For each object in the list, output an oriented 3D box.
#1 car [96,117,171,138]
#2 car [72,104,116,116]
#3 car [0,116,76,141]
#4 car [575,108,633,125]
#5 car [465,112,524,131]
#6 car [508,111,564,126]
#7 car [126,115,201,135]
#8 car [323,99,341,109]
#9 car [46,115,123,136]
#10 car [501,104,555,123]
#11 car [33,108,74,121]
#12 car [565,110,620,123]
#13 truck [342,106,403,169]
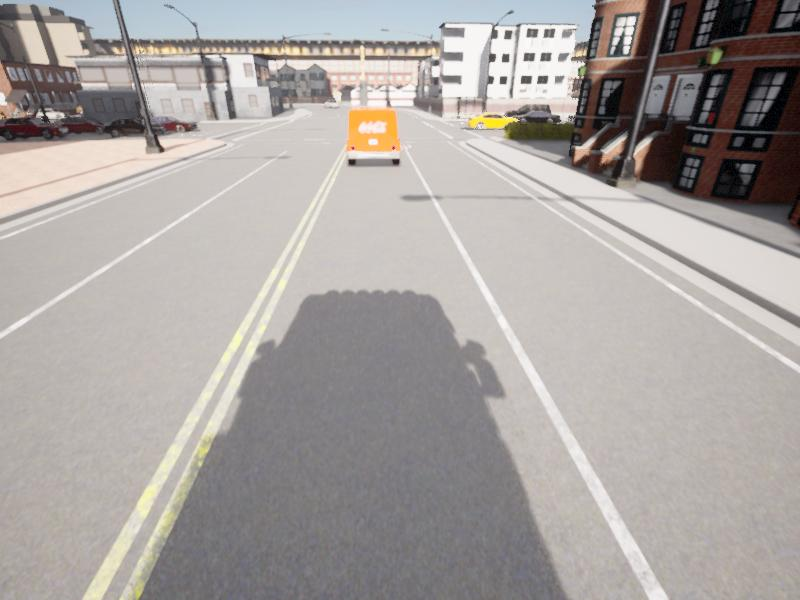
[{"bbox_3d":[-21.999,-14.325,33.165,4.674,1.442,1.812,-3,27,-4],"label":"car"},{"bbox_3d":[-49.315,-30.765,64.625,5.027,1.636,2.152,-2,27,-4],"label":"car"},{"bbox_3d":[-29.939,-14.005,32.610,4.856,1.649,2.033,-3,27,-4],"label":"car"},{"bbox_3d":[22.729,-20.486,44.704,5.238,1.638,1.930,0,27,-1],"label":"car"},{"bbox_3d":[8.895,-17.051,38.120,5.008,1.535,1.882,-1,27,-3],"label":"car"},{"bbox_3d":[15.121,-20.308,44.619,5.357,1.411,2.033,-1,27,-2],"label":"car"},{"bbox_3d":[-21.364,-15.941,36.337,5.357,1.411,2.033,-3,27,-4],"label":"car"},{"bbox_3d":[-12.540,-36.117,73.824,1.812,1.442,4.674,-13,31,-24],"label":"car"},{"bbox_3d":[-28.143,-15.646,35.877,4.792,1.488,2.163,-3,27,-4],"label":"car"},{"bbox_3d":[15.112,-22.198,47.582,5.566,2.045,2.150,-1,27,-2],"label":"car"},{"bbox_3d":[-49.740,-26.705,57.540,3.806,1.475,1.970,-3,27,-3],"label":"car"},{"bbox_3d":[22.948,-21.988,47.895,5.357,1.411,2.033,0,27,-1],"label":"car"},{"bbox_3d":[-1.319,-8.265,19.996,2.627,2.467,5.204,-1,27,-3],"label":"truck"}]
